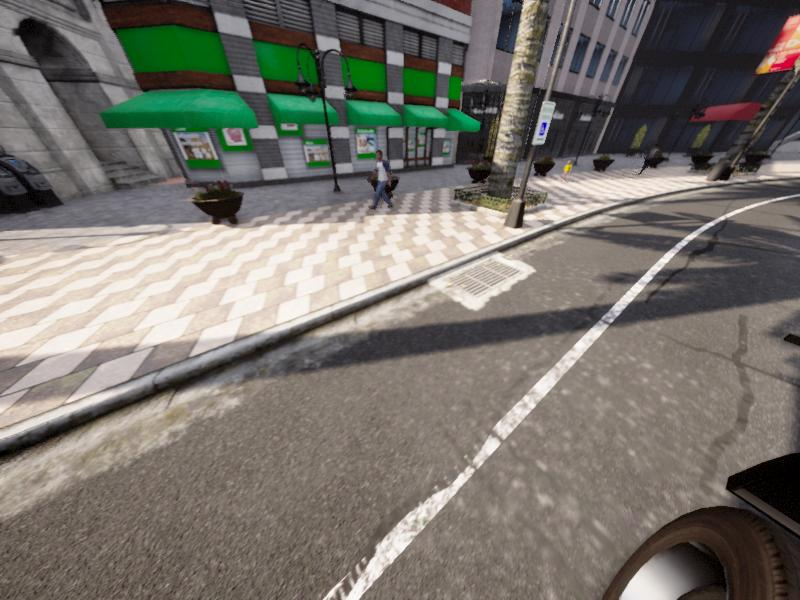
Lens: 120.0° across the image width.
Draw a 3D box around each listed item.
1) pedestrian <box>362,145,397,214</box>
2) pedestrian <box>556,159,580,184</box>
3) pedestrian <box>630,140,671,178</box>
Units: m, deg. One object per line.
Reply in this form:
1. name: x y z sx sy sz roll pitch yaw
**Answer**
1. pedestrian: -0.632 -3.930 7.565 0.751 1.860 0.751 -23 41 -28
2. pedestrian: 8.908 -6.858 12.300 0.500 1.100 0.500 -16 38 -21
3. pedestrian: 15.022 -8.489 13.905 0.751 1.860 0.751 -17 39 -23
